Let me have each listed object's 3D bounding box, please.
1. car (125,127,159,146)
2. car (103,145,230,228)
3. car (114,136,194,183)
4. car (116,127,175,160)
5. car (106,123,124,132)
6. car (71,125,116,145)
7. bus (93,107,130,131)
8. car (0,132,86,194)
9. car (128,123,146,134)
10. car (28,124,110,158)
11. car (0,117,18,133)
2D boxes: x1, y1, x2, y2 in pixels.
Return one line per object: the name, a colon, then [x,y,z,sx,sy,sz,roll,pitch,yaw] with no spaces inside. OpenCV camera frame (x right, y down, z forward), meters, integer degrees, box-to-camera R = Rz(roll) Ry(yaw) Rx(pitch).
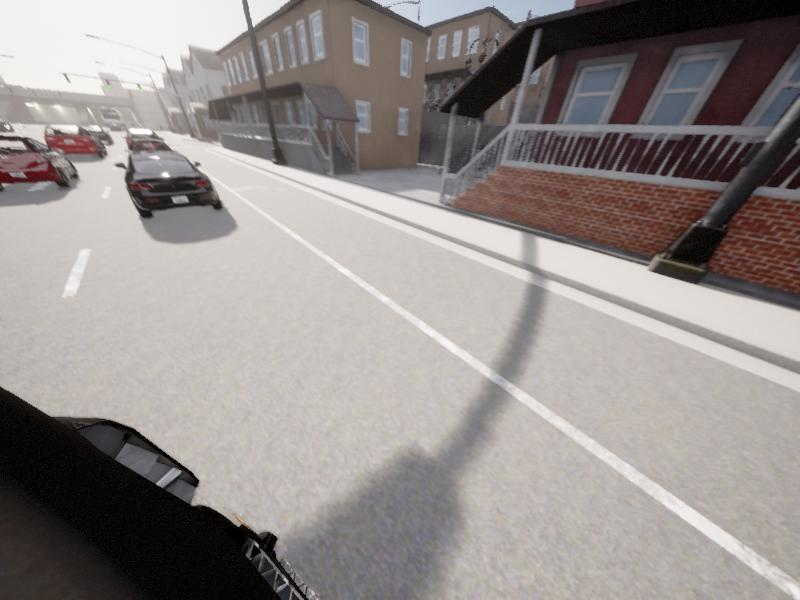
car: [-28.981,-18.377,25.943,2.007,1.525,4.514,-26,45,-35]
car: [-7.102,-3.714,7.081,1.812,1.442,4.674,-26,45,-35]
car: [-11.360,-6.600,10.736,1.845,1.501,3.633,-26,45,-35]
car: [-18.688,-11.560,17.022,2.242,1.667,4.611,-26,45,-35]
car: [-64.618,-39.212,52.533,2.033,1.411,5.357,-26,45,-35]
car: [-31.919,-17.370,24.263,2.128,1.511,4.902,-26,44,-35]
bus: [-71.803,-45.128,57.832,3.944,4.253,10.273,-26,45,-35]
car: [-13.432,-5.008,8.293,1.845,1.501,3.633,-26,45,-35]
car: [-58.322,-38.077,51.264,2.033,1.649,4.856,-26,45,-35]
car: [-21.993,-10.796,15.646,2.242,1.667,4.611,-26,45,-35]
car: [-54.630,-23.688,31.139,2.033,1.649,4.856,-26,45,-35]
